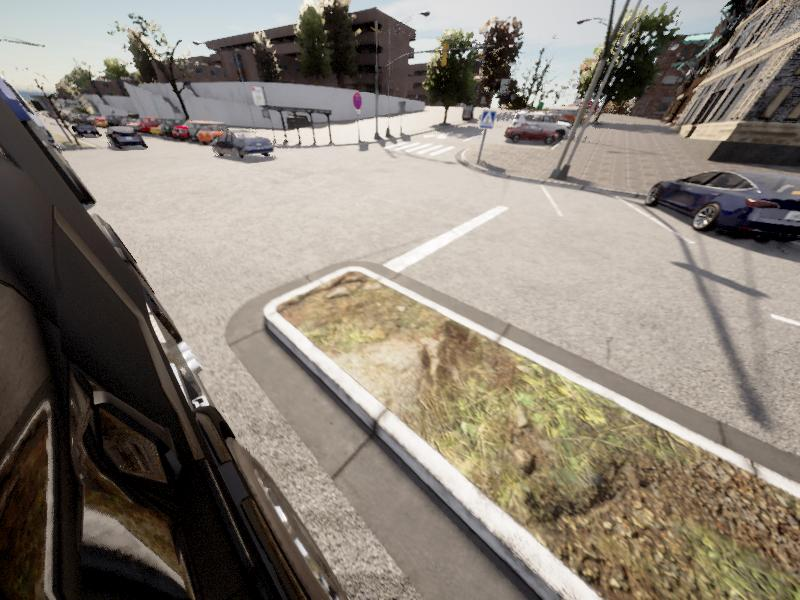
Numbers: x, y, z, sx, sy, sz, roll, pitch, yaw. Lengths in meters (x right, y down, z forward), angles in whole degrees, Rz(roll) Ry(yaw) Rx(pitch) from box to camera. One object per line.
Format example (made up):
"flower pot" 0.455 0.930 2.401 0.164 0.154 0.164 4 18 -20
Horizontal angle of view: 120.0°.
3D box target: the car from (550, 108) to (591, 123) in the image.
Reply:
"car" 26.470 -28.742 35.962 4.674 1.452 2.002 12 44 11

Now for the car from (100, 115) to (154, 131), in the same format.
"car" -48.830 -31.812 41.534 2.435 2.045 5.566 11 37 11

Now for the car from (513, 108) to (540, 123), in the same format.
"car" 19.407 -28.301 35.398 2.128 1.511 4.902 26 49 25

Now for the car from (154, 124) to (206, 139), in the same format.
"car" -29.293 -22.631 30.977 2.002 1.452 4.674 11 37 11

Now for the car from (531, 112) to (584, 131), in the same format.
"car" 19.357 -22.177 28.705 4.892 1.521 2.231 12 44 11

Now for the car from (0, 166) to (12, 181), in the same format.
"car" -18.013 -5.544 9.055 4.181 1.385 1.994 19 41 23

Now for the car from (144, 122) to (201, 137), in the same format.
"car" -31.681 -23.895 32.440 1.946 1.575 5.366 11 37 11

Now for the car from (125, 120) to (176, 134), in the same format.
"car" -39.055 -27.144 36.310 2.231 1.521 4.892 11 37 11

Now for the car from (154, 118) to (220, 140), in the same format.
"car" -26.829 -21.756 29.484 2.435 2.045 5.566 11 37 11

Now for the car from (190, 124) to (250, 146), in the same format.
"car" -19.552 -18.209 25.433 2.185 1.767 4.553 11 38 12

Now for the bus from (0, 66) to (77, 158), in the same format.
"bus" -27.620 -12.746 15.784 10.273 4.253 3.944 25 43 27

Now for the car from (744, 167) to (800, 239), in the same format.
"car" 12.068 -1.791 5.355 1.946 1.575 5.366 15 38 15

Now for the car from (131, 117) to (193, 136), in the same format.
"car" -34.158 -25.125 33.507 2.435 2.045 5.566 11 37 11

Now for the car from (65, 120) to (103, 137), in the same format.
"car" -38.402 -20.810 28.071 4.193 1.474 1.816 25 43 26

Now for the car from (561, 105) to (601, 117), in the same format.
"car" 33.683 -35.359 43.159 5.366 1.575 1.946 11 44 11

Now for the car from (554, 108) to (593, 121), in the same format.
"car" 28.233 -30.401 37.781 4.674 1.452 2.002 12 44 11

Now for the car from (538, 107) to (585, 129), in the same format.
"car" 21.028 -24.007 30.373 4.442 1.987 1.878 12 44 11

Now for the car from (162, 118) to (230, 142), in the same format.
"car" -24.397 -20.591 28.087 2.435 2.045 5.566 12 37 11

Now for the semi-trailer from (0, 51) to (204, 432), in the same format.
"semi-trailer" -8.800 -3.536 4.119 14.254 4.402 2.717 27 45 29

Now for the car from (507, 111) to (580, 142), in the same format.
"car" 14.069 -17.412 23.105 5.566 2.045 2.435 12 44 11

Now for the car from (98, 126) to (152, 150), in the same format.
"car" -24.222 -14.331 20.323 4.792 1.488 2.163 28 44 30

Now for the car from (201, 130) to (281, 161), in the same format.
"car" -10.201 -9.958 14.764 5.357 1.411 2.033 25 44 30

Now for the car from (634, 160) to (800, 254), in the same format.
"car" 10.001 -3.176 7.138 2.163 1.488 4.792 14 38 15

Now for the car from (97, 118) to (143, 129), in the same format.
"car" -53.682 -33.913 44.490 1.946 1.575 5.366 11 37 11

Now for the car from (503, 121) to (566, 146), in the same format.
"car" 12.270 -15.551 21.497 4.674 1.452 2.002 12 44 11

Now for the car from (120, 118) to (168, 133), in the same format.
"car" -41.488 -28.376 37.592 2.185 1.767 4.553 11 37 11

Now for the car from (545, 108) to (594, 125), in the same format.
"car" 24.870 -27.089 34.090 5.366 1.575 1.946 12 44 11

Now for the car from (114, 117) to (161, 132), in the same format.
"car" -43.957 -29.455 38.880 2.185 1.767 4.553 11 37 11

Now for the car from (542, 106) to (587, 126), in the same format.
"car" 22.804 -25.660 32.185 4.442 1.987 1.878 12 44 11

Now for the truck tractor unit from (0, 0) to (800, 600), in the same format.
"truck tractor unit" -2.645 -0.295 0.352 6.516 4.208 3.053 28 44 30

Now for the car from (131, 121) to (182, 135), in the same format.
"car" -36.615 -26.020 35.011 2.163 1.488 4.792 11 37 11

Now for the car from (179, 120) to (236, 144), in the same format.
"car" -21.990 -19.386 26.677 1.878 1.987 4.442 12 38 11

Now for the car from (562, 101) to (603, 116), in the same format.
"car" 35.227 -37.244 44.852 5.566 2.045 2.435 11 44 10
